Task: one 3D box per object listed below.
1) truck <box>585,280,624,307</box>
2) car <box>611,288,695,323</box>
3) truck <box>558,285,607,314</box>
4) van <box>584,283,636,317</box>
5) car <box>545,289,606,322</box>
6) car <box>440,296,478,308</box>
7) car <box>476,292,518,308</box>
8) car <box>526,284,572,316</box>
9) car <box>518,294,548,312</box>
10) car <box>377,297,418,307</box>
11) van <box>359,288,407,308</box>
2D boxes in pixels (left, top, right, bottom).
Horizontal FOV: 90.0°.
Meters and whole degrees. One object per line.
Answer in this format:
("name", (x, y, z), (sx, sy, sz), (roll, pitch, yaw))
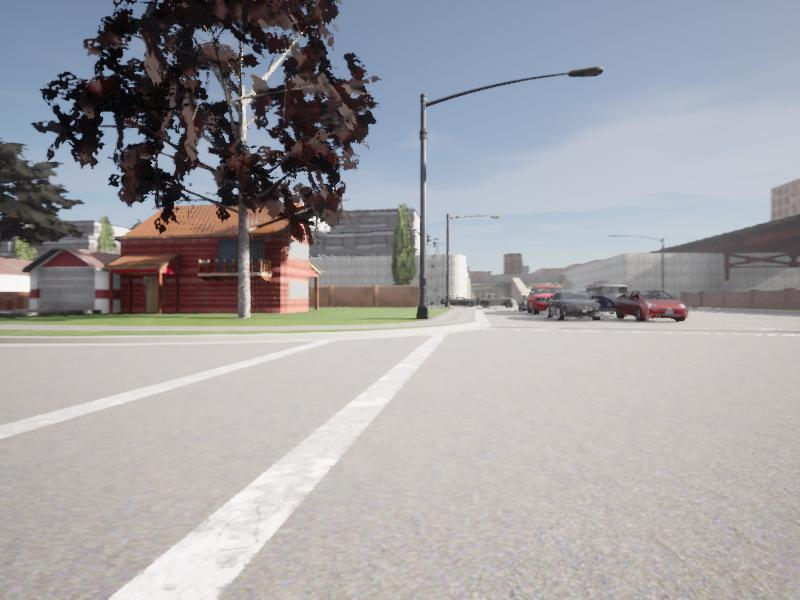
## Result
("truck", (30.581, -0.900, 60.259), (2.891, 3.827, 8.468), (0, 0, 11))
("car", (12.310, 0.248, 19.879), (2.007, 1.525, 4.514), (0, 0, 11))
("truck", (14.886, -0.040, 33.107), (2.390, 2.098, 6.274), (0, 0, 12))
("van", (13.435, 0.018, 25.875), (1.775, 1.987, 4.442), (0, 0, 11))
("car", (8.910, 0.262, 20.750), (1.837, 1.490, 4.892), (0, 0, 11))
("car", (7.911, 0.241, 53.478), (4.902, 1.511, 2.128), (0, 0, 11))
("car", (11.740, 0.066, 48.414), (4.605, 1.855, 1.932), (-1, -3, 29))
("car", (10.363, -0.016, 28.246), (2.150, 2.045, 5.566), (0, 0, 11))
("car", (11.518, 0.268, 34.893), (1.970, 1.475, 3.806), (0, 0, 10))
("car", (-0.345, 0.293, 54.971), (5.357, 1.411, 2.033), (0, 0, 10))
("van", (-2.177, -0.279, 51.739), (5.915, 2.561, 1.988), (0, 0, 10))
